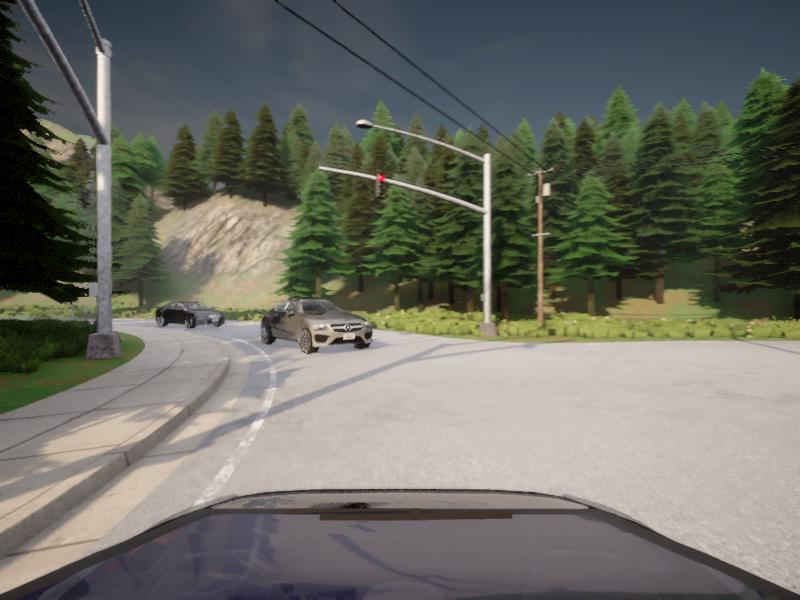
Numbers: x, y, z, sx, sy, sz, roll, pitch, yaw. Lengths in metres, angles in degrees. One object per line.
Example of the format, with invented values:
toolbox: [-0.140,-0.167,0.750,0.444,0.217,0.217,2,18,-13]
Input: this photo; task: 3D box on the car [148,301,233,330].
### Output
car: [-12.200,0.842,23.203,4.902,1.511,2.128,0,0,32]

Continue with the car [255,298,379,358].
car: [-3.054,0.778,13.730,2.152,1.651,5.027,0,0,-38]
